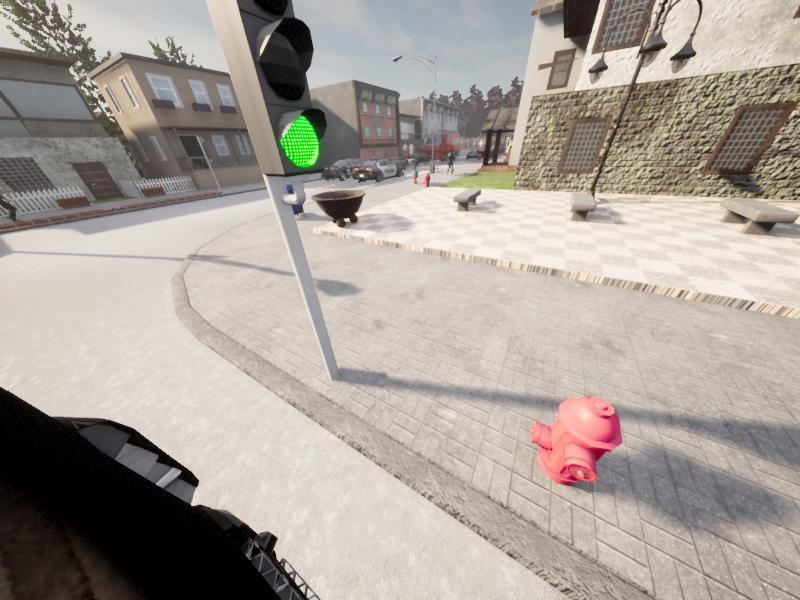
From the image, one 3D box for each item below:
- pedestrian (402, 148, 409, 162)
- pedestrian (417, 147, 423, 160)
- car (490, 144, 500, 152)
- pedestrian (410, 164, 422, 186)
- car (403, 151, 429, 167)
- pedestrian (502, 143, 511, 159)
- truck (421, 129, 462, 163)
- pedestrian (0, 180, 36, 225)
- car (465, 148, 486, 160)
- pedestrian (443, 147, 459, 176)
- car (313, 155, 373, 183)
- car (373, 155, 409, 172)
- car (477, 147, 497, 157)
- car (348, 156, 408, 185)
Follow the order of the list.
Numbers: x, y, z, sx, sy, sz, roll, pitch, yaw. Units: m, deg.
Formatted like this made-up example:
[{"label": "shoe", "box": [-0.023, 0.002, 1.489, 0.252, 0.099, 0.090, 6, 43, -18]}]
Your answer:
[{"label": "pedestrian", "box": [0.876, -22.973, 36.534, 0.751, 1.860, 0.751, 11, 36, 20]}, {"label": "pedestrian", "box": [3.526, -25.536, 40.188, 0.751, 1.860, 0.751, 14, 37, 24]}, {"label": "car", "box": [26.101, -41.723, 63.396, 2.163, 1.488, 4.792, 9, 35, 17]}, {"label": "pedestrian", "box": [0.981, -7.577, 14.026, 0.500, 1.100, 0.500, 21, 41, 32]}, {"label": "car", "box": [2.166, -18.252, 29.839, 1.789, 1.549, 3.705, 16, 38, 26]}, {"label": "pedestrian", "box": [14.874, -20.827, 32.232, 0.751, 1.860, 0.751, 16, 38, 26]}, {"label": "truck", "box": [6.438, -23.420, 35.237, 2.891, 3.827, 8.468, 16, 38, 26]}, {"label": "pedestrian", "box": [-16.730, -4.219, 9.658, 0.751, 1.860, 0.751, 16, 38, 26]}, {"label": "car", "box": [12.238, -23.643, 37.348, 1.994, 1.385, 4.181, 16, 38, 26]}, {"label": "pedestrian", "box": [3.889, -10.612, 17.700, 0.751, 1.860, 0.751, 23, 42, 34]}, {"label": "car", "box": [-4.782, -11.604, 20.286, 1.930, 1.638, 5.238, 15, 38, 25]}, {"label": "car", "box": [-0.879, -15.215, 25.670, 1.994, 1.385, 4.181, 16, 38, 26]}, {"label": "car", "box": [16.229, -27.556, 42.909, 2.033, 1.411, 5.357, 16, 38, 26]}, {"label": "car", "box": [-1.504, -10.279, 18.142, 2.038, 1.542, 4.974, 16, 38, 26]}]
